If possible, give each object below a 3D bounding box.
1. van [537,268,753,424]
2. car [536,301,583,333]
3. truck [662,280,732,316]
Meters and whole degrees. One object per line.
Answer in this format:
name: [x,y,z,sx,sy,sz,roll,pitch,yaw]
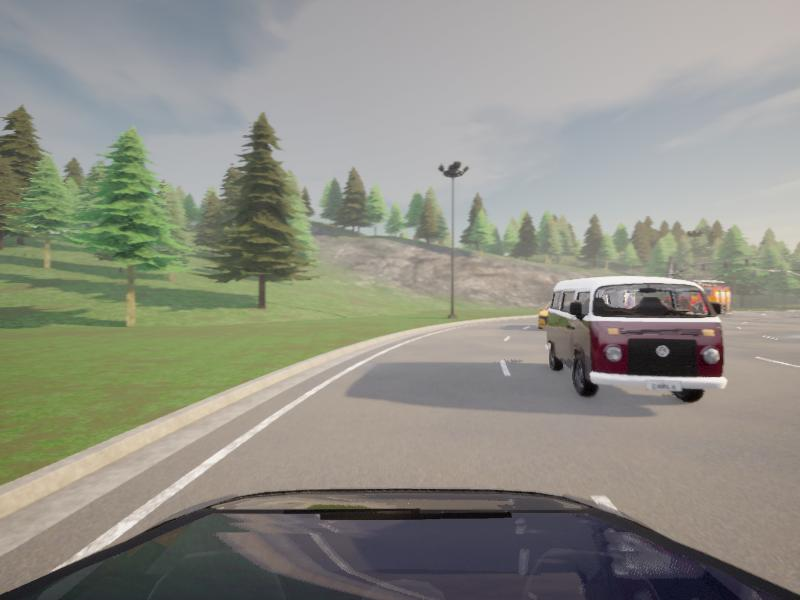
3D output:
van: [4.008,0.582,7.604,2.069,2.038,4.480,0,1,11]
car: [9.047,0.856,22.413,1.882,1.535,5.008,0,0,29]
truck: [33.634,-0.195,45.191,8.468,3.827,2.891,0,0,-27]
